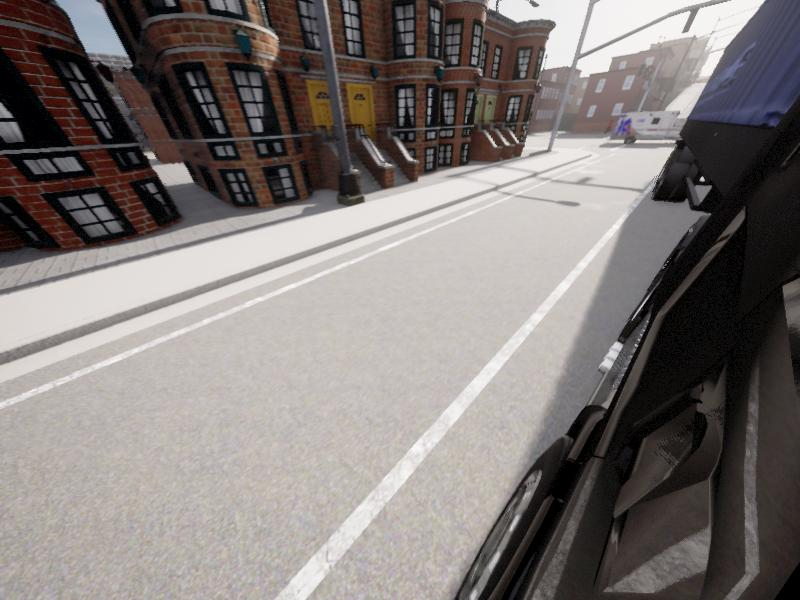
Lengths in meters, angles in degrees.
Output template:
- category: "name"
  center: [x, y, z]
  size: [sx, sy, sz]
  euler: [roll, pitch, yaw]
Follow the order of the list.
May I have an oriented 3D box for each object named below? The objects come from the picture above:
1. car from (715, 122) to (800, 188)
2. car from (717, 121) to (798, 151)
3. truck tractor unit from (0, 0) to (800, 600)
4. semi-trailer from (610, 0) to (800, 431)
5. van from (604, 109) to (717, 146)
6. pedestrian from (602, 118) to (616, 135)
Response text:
- category: "car"
  center: [15.513, -6.011, 9.365]
  size: [2.033, 1.649, 4.856]
  euler: [28, 47, 26]
- category: "car"
  center: [25.416, -11.741, 16.480]
  size: [3.633, 1.501, 1.845]
  euler: [-17, 39, -18]
- category: "truck tractor unit"
  center: [2.645, -0.295, 0.352]
  size: [6.516, 4.208, 3.053]
  euler: [-28, 44, -30]
- category: "semi-trailer"
  center: [8.131, -3.940, 4.716]
  size: [2.717, 4.402, 14.254]
  euler: [27, 46, 34]
- category: "van"
  center: [23.719, -15.953, 21.472]
  size: [2.351, 2.431, 6.366]
  euler: [-31, 45, -32]
- category: "pedestrian"
  center: [30.689, -25.403, 33.854]
  size: [0.751, 1.860, 0.751]
  euler: [-30, 45, -32]
